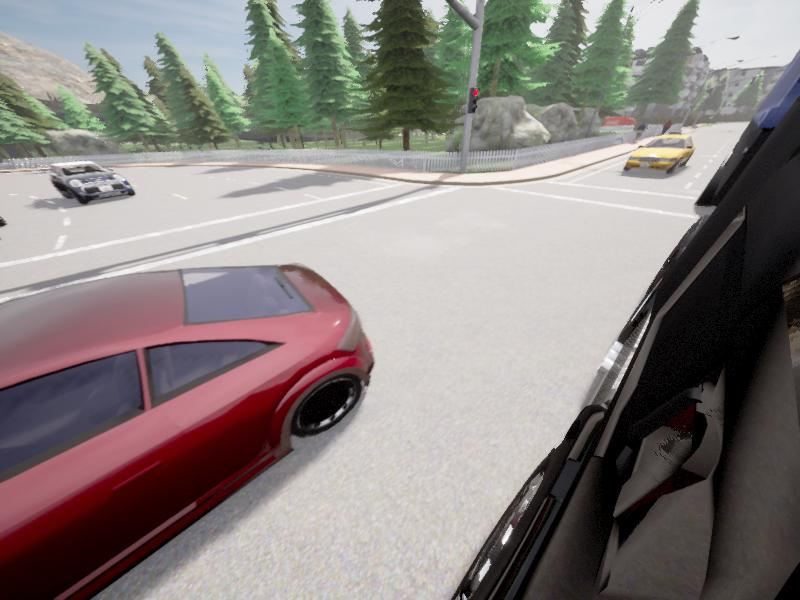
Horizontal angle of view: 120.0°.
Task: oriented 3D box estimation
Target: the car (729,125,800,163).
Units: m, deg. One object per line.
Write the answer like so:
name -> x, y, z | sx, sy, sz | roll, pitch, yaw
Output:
car -> 21.611, -9.206, 13.494 | 4.792, 1.488, 2.163 | -28, 43, -30

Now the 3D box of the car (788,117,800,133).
car -> 49.471, -21.274, 27.965 | 5.008, 1.535, 1.882 | -28, 43, -30

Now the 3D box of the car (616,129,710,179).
car -> 13.169, -7.410, 11.526 | 5.366, 1.575, 1.801 | -27, 43, -29

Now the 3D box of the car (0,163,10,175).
car -> -41.038, -12.314, 21.457 | 4.611, 1.667, 2.242 | -6, 36, -4

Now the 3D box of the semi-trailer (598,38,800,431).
semi-trailer -> 8.689, -3.592, 4.263 | 14.254, 4.402, 2.717 | -28, 43, -30

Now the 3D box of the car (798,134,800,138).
car -> 39.117, -15.756, 21.174 | 5.008, 1.535, 1.882 | -28, 44, -30

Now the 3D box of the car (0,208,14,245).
car -> -12.929, -2.359, 6.304 | 3.705, 1.549, 1.789 | 23, 44, 31

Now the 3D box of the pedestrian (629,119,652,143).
pedestrian -> 23.568, -16.538, 22.659 | 0.751, 1.860, 0.751 | -26, 42, -28

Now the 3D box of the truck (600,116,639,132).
truck -> 47.590, -38.268, 50.260 | 2.627, 2.467, 5.204 | -27, 43, -29

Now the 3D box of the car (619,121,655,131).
car -> 51.874, -38.166, 50.655 | 2.128, 1.511, 4.902 | -27, 43, -29

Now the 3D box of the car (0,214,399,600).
car -> -2.271, 0.758, 1.614 | 4.181, 1.385, 1.994 | -28, 43, -30

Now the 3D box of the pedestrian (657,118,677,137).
pedestrian -> 33.039, -21.373, 28.585 | 0.751, 1.860, 0.751 | -28, 43, -30

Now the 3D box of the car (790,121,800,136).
car -> 44.244, -18.473, 24.563 | 4.792, 1.488, 2.163 | -28, 43, -30

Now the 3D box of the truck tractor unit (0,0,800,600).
truck tractor unit -> 2.645, -0.295, 0.351 | 6.516, 4.208, 3.053 | -28, 44, -30

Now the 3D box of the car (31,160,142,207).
car -> -14.610, -5.578, 10.826 | 3.806, 1.475, 1.970 | 17, 41, 24
